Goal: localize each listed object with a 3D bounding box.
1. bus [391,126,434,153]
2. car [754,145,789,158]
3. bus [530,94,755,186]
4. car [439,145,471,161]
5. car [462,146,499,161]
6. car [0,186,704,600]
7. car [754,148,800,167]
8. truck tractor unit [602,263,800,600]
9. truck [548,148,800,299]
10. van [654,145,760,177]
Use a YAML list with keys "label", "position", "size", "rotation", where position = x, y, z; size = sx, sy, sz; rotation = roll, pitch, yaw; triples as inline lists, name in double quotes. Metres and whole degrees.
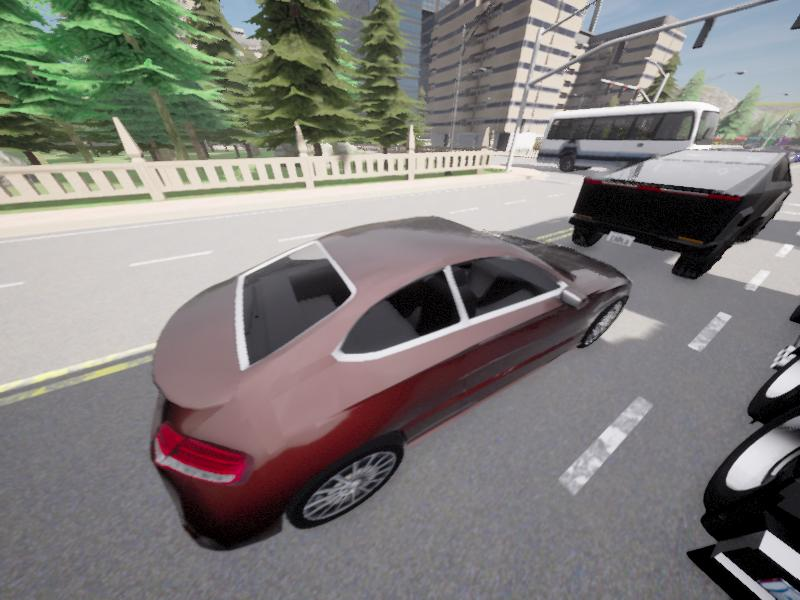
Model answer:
- label: "bus"
  position: [2.339, -33.782, 48.782]
  size: [3.944, 4.253, 10.273]
  rotation: [-18, 39, -24]
- label: "car"
  position: [61.547, -24.628, 38.298]
  size: [4.856, 1.649, 2.033]
  rotation: [-18, 39, -24]
- label: "bus"
  position: [16.389, -11.952, 17.536]
  size: [3.944, 4.253, 10.273]
  rotation: [-17, 39, -23]
- label: "car"
  position: [7.285, -19.889, 31.185]
  size: [1.851, 1.617, 3.988]
  rotation: [-18, 39, -24]
- label: "car"
  position: [10.959, -20.178, 31.767]
  size: [1.812, 1.442, 4.674]
  rotation: [-18, 39, -24]
- label: "car"
  position: [0.505, -0.049, 2.651]
  size: [5.027, 1.651, 2.152]
  rotation: [-18, 39, -24]
- label: "car"
  position: [43.204, -16.276, 26.295]
  size: [4.974, 1.542, 2.038]
  rotation: [-18, 39, -24]
- label: "truck tractor unit"
  position: [5.114, -0.294, 0.795]
  size: [6.516, 4.208, 3.053]
  rotation: [-18, 39, -24]
- label: "truck"
  position: [6.994, -2.365, 5.600]
  size: [6.274, 2.098, 2.390]
  rotation: [-18, 39, -24]
- label: "van"
  position: [24.328, -11.311, 18.653]
  size: [4.442, 1.987, 1.775]
  rotation: [14, 38, 19]
